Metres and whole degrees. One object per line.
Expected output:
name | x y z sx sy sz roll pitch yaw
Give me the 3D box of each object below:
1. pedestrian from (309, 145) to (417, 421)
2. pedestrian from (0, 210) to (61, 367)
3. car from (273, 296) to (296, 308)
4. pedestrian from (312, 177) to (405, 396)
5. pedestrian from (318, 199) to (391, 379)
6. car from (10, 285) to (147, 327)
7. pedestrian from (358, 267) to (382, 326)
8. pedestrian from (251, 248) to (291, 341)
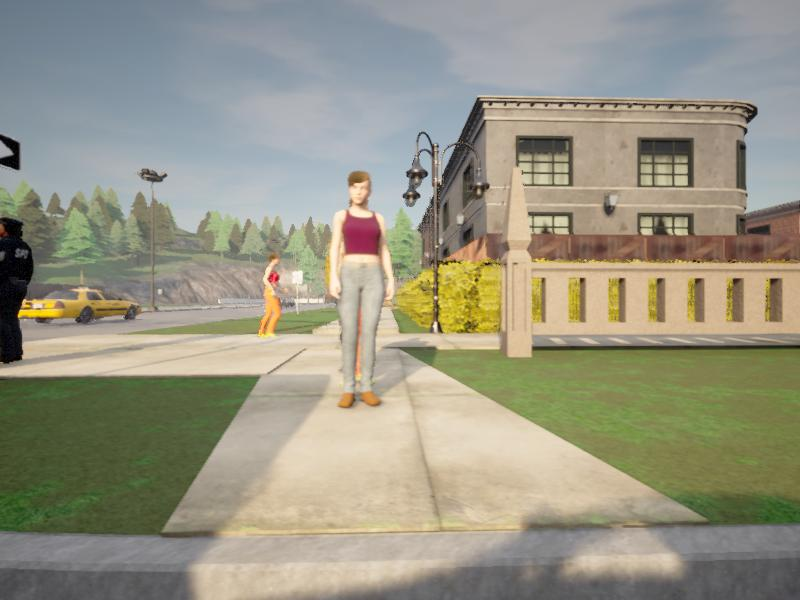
pedestrian | -0.329 -0.114 3.136 0.751 1.860 0.751 0 0 -13
pedestrian | -5.000 -0.141 5.092 0.751 1.860 0.751 0 0 -7
car | -14.625 0.274 50.784 1.970 1.475 3.806 0 0 -2
pedestrian | -0.426 -0.114 3.862 0.751 1.860 0.751 0 0 -18
pedestrian | -0.545 -0.113 4.565 0.751 1.860 0.751 0 0 -13
car | -13.679 0.215 17.592 1.801 1.575 5.366 0 0 -2
pedestrian | -0.961 -0.112 12.987 0.751 1.860 0.751 0 0 -1
pedestrian | -2.689 -0.111 8.419 0.751 1.860 0.751 0 0 -13
